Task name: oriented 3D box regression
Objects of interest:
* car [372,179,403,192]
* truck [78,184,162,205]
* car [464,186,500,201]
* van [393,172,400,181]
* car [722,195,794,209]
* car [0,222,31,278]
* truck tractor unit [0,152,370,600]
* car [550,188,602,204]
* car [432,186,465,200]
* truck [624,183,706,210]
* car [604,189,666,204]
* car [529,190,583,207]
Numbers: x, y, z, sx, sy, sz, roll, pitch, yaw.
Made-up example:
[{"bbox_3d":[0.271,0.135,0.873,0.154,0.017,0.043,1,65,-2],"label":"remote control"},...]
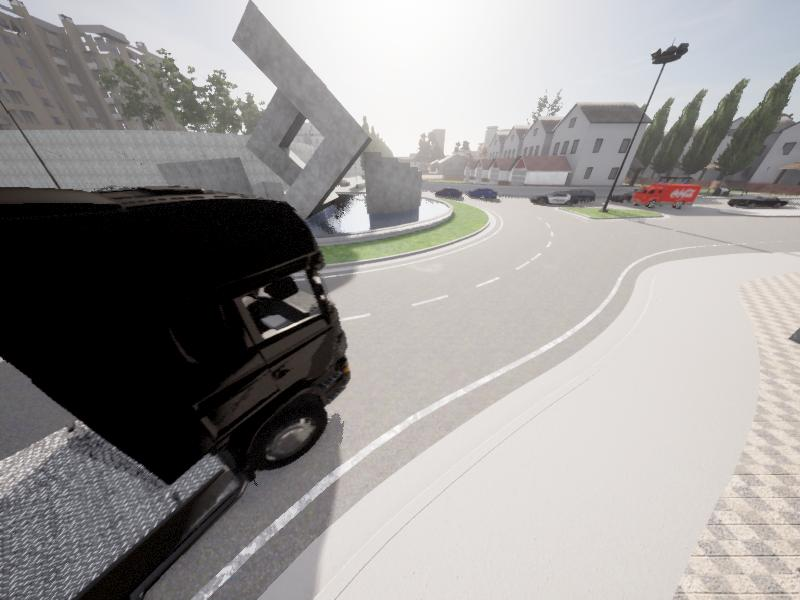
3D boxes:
[{"bbox_3d":[-2.312,-21.862,44.122,5.566,2.045,2.150,7,31,14],"label":"car"},{"bbox_3d":[-36.142,-13.813,30.135,6.274,2.098,2.390,-8,31,-14],"label":"truck"},{"bbox_3d":[12.059,-15.885,34.287,1.882,1.535,5.008,-14,33,-24],"label":"car"},{"bbox_3d":[-1.181,-44.010,81.998,1.988,2.561,5.915,0,30,1],"label":"van"},{"bbox_3d":[40.931,-11.249,26.498,4.718,1.301,1.895,0,30,0],"label":"car"},{"bbox_3d":[-19.515,-2.301,10.715,5.366,1.575,1.801,22,36,33],"label":"car"},{"bbox_3d":[-3.691,1.192,2.024,3.053,4.208,6.516,19,35,29],"label":"truck tractor unit"},{"bbox_3d":[23.191,-13.889,30.739,4.856,1.649,2.033,7,31,11],"label":"car"},{"bbox_3d":[7.256,-16.308,35.113,1.812,1.442,4.674,-21,36,-32],"label":"car"},{"bbox_3d":[30.068,-11.920,26.501,5.204,2.467,2.627,3,30,4],"label":"truck"},{"bbox_3d":[30.090,-13.317,29.735,5.238,1.638,1.930,2,30,4],"label":"car"},{"bbox_3d":[19.092,-12.628,28.647,4.974,1.542,2.038,8,31,14],"label":"car"}]
